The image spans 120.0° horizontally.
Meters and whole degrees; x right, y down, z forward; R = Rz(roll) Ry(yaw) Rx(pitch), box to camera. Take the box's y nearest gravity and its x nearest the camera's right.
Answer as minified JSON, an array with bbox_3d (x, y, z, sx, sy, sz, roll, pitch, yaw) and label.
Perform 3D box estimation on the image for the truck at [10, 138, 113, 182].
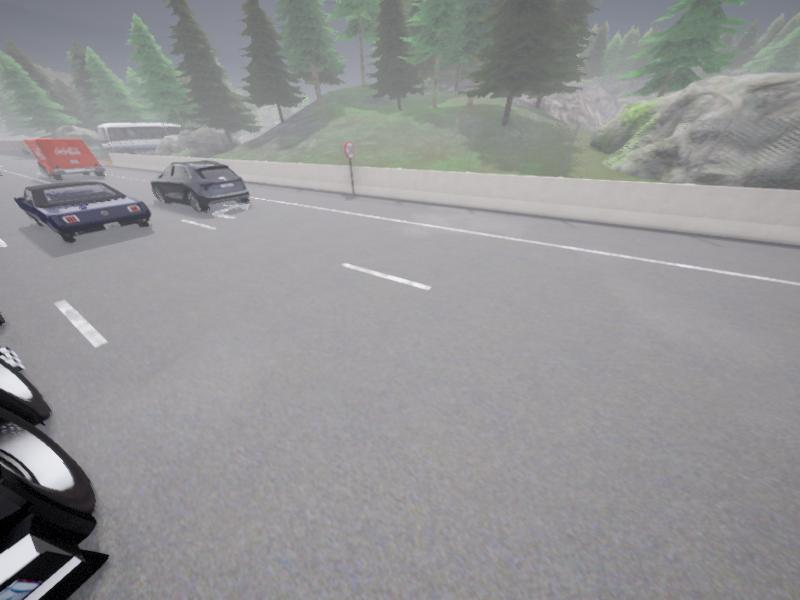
[{"bbox_3d":[-24.847,-10.424,17.032,5.204,2.467,2.627,18,39,24],"label":"truck"}]

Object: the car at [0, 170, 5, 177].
[{"bbox_3d":[-33.981,-10.707,18.114,4.553,1.767,2.097,18,39,24],"label":"car"}]

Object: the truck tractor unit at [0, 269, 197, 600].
[{"bbox_3d":[-5.118,-0.294,0.773,6.516,4.208,3.053,18,39,24],"label":"truck tractor unit"}]

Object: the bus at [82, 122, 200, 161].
[{"bbox_3d":[-37.645,-23.861,34.508,3.944,4.253,10.273,18,41,24],"label":"bus"}]

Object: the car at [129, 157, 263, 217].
[{"bbox_3d":[-8.477,-4.891,9.675,4.856,1.649,2.033,18,39,24],"label":"car"}]

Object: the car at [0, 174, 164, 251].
[{"bbox_3d":[-9.919,-2.919,7.147,4.718,1.301,1.895,18,39,24],"label":"car"}]

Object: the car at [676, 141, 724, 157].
[{"bbox_3d":[41.666,-21.177,32.325,2.038,1.542,4.974,13,39,19],"label":"car"}]
